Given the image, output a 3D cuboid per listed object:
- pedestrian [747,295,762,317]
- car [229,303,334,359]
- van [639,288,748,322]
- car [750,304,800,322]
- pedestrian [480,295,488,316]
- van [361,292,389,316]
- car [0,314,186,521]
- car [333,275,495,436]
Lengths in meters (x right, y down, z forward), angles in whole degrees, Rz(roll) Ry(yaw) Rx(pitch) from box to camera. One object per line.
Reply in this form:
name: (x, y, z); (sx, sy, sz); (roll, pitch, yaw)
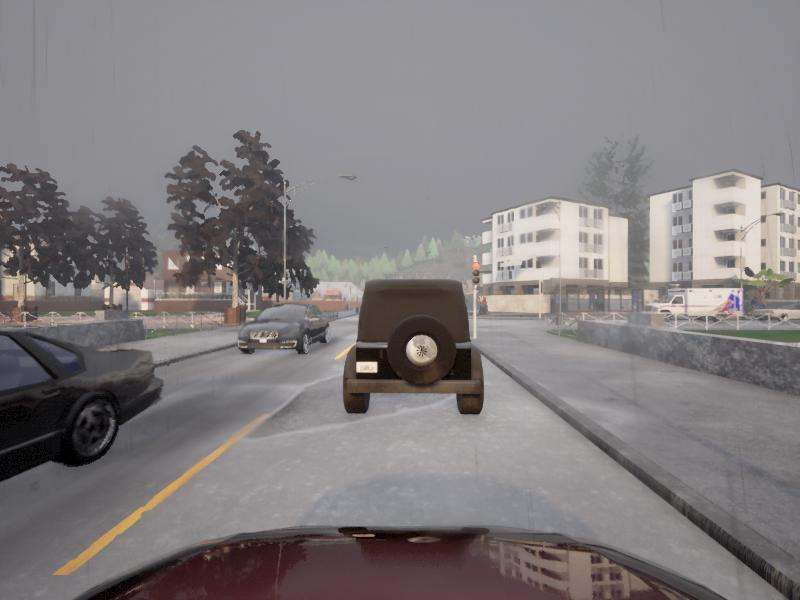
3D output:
pedestrian: (30.572, 0.533, 34.485); (0.751, 1.860, 0.751); (0, 0, 16)
car: (-3.567, 0.846, 13.108); (1.837, 1.490, 4.892); (0, 0, 2)
van: (21.752, 0.378, 29.883); (6.366, 2.431, 2.351); (0, 0, 2)
car: (29.156, 0.944, 29.630); (4.718, 1.301, 1.895); (0, 0, 2)
pedestrian: (7.597, 0.524, 36.140); (0.751, 1.860, 0.751); (0, 0, 12)
van: (-2.587, 0.378, 42.714); (2.351, 2.431, 6.366); (0, 0, 2)
car: (-3.927, 0.895, 2.633); (2.033, 1.411, 5.357); (0, 0, 2)
car: (0.220, 0.646, 6.640); (1.905, 1.878, 3.866); (0, 0, 2)
